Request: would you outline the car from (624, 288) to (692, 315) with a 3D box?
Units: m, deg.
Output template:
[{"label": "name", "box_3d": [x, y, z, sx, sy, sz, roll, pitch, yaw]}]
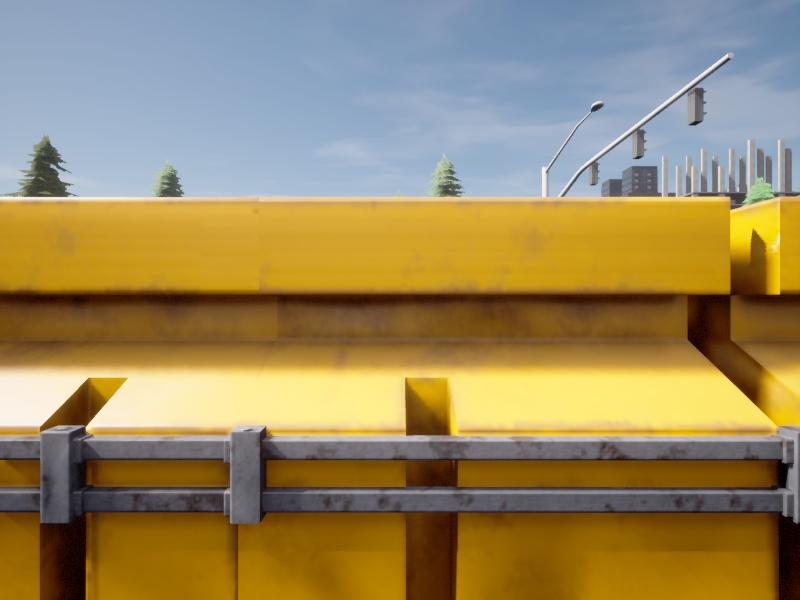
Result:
[{"label": "car", "box_3d": [18.474, 0.091, 28.975, 2.097, 1.767, 4.553, 0, 0, 2]}]

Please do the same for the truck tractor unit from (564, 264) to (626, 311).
[{"label": "truck tractor unit", "box_3d": [18.798, -1.120, 39.151, 3.053, 4.208, 6.516, 0, 0, 2]}]

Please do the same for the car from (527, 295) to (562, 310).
[{"label": "car", "box_3d": [15.410, 0.223, 42.973, 2.038, 1.542, 4.974, 0, 0, 2]}]

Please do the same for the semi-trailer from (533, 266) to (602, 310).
[{"label": "semi-trailer", "box_3d": [19.115, -1.221, 47.057, 2.717, 4.402, 14.254, 0, 0, 2]}]

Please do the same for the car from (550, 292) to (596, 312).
[{"label": "car", "box_3d": [15.170, 0.168, 35.364, 1.930, 1.638, 5.238, 0, 0, 2]}]

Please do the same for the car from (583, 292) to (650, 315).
[{"label": "car", "box_3d": [14.937, 0.233, 27.992, 2.128, 1.511, 4.902, 0, 0, 2]}]
